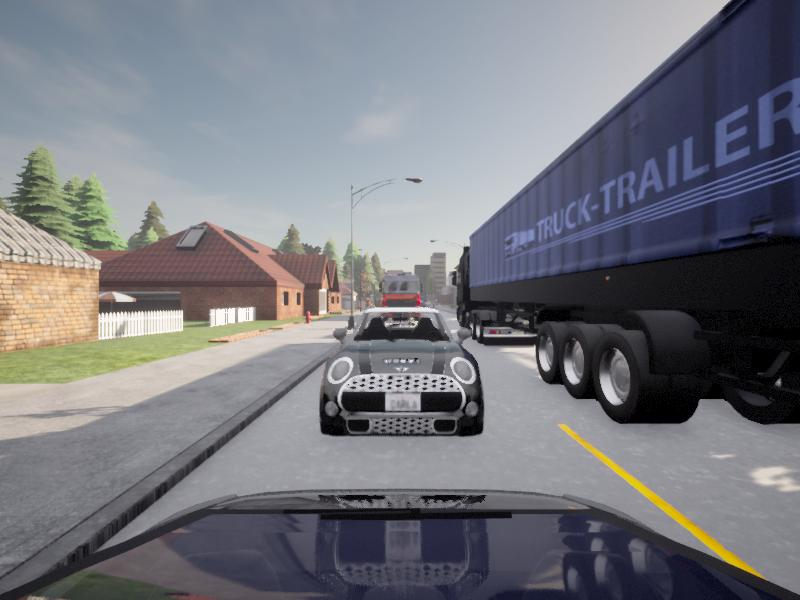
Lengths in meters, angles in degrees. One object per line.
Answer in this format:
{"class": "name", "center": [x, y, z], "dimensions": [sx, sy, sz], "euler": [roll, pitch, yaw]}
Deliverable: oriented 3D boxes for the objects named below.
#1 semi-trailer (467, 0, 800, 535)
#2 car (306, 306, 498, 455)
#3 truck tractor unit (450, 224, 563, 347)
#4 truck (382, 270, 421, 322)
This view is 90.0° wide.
{"class": "semi-trailer", "center": [4.046, -0.617, 9.024], "dimensions": [2.717, 4.402, 14.254], "euler": [0, 0, 0]}
{"class": "car", "center": [0.024, 0.853, 6.003], "dimensions": [1.970, 1.475, 3.806], "euler": [0, 0, 0]}
{"class": "truck tractor unit", "center": [4.059, -0.514, 16.937], "dimensions": [3.053, 4.208, 6.516], "euler": [0, 0, 0]}
{"class": "truck", "center": [0.108, -0.321, 33.570], "dimensions": [2.891, 3.827, 8.468], "euler": [0, 0, 0]}
